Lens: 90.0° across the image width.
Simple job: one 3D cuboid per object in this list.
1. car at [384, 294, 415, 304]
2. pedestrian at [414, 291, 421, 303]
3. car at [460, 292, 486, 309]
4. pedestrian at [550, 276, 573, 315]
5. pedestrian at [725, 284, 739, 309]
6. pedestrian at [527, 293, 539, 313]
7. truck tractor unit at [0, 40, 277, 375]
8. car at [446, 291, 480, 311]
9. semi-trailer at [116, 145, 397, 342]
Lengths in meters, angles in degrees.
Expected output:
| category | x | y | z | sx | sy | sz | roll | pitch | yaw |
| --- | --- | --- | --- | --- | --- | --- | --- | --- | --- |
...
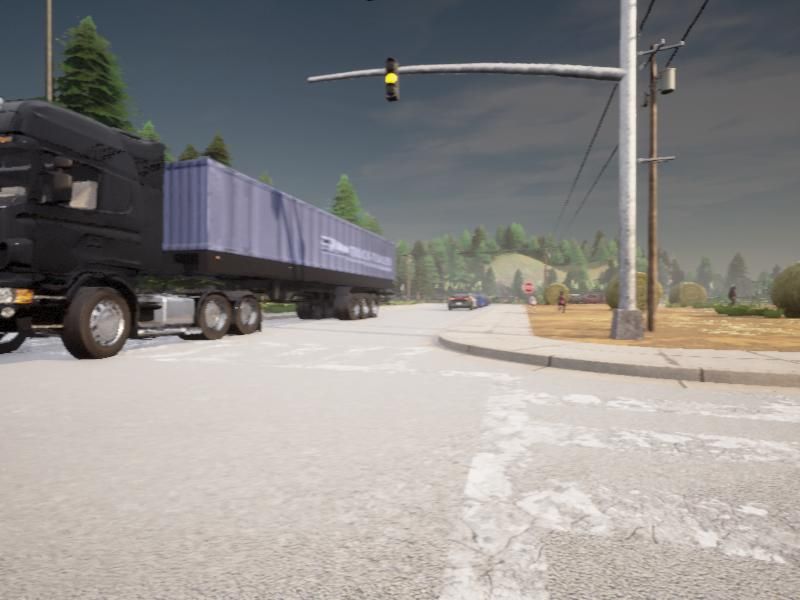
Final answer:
| category | x | y | z | sx | sy | sz | roll | pitch | yaw |
| --- | --- | --- | --- | --- | --- | --- | --- | --- | --- |
| car | -0.105 | -0.132 | 64.306 | 4.514 | 1.525 | 2.007 | 0 | 0 | 22 |
| pedestrian | 2.602 | -0.441 | 58.283 | 0.751 | 1.860 | 0.751 | 0 | 0 | 27 |
| car | 7.266 | 0.038 | 39.335 | 1.882 | 1.535 | 5.008 | 0 | 0 | 17 |
| pedestrian | 7.969 | -0.211 | 19.705 | 0.751 | 1.860 | 0.751 | 0 | 0 | -36 |
| pedestrian | 25.195 | -0.265 | 30.328 | 0.751 | 1.860 | 0.751 | 0 | 0 | 43 |
| pedestrian | 7.344 | 0.166 | 22.101 | 0.500 | 1.100 | 0.500 | 0 | 0 | 44 |
| truck tractor unit | -5.620 | -1.157 | 8.509 | 3.053 | 4.208 | 6.516 | 0 | 0 | 11 |
| car | 5.259 | 0.074 | 32.853 | 2.038 | 1.542 | 4.974 | 0 | 0 | 17 |
| semi-trailer | -3.517 | -1.293 | 16.134 | 2.717 | 4.402 | 14.254 | 0 | 0 | 17 |
